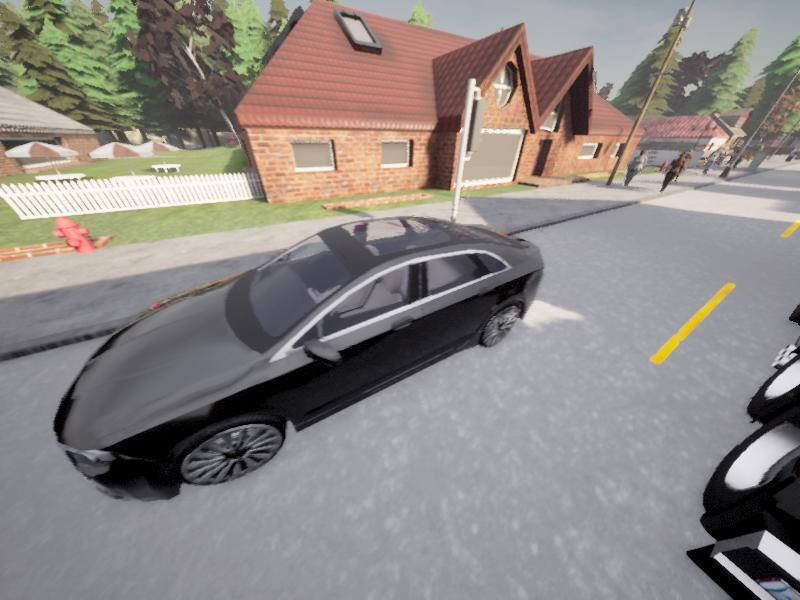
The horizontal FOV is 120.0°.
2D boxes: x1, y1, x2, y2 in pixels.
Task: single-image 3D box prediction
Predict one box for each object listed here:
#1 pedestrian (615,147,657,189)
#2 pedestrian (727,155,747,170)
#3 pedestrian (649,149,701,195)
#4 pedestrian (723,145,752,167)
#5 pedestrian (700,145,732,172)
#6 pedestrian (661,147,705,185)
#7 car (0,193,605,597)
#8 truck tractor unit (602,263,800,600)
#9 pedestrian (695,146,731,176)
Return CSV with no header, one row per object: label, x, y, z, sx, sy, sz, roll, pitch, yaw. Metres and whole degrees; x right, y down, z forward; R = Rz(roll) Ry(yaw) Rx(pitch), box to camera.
pedestrian,12.818,-7.188,12.594,0.751,1.860,0.751,-23,41,-30
pedestrian,31.127,-12.685,21.321,0.500,1.100,0.500,-15,38,-21
pedestrian,13.123,-6.136,11.085,0.751,1.860,0.751,-21,40,-28
pedestrian,34.734,-14.858,23.811,0.751,1.860,0.751,-13,37,-19
pedestrian,27.193,-12.189,19.908,0.751,1.860,0.751,-21,40,-28
pedestrian,16.633,-7.881,13.624,0.751,1.860,0.751,-18,39,-25
car,-0.384,-0.039,2.735,4.902,1.511,2.128,-18,39,-24
truck tractor unit,5.109,-0.303,0.785,6.516,4.208,3.053,-18,39,-24
pedestrian,23.496,-10.442,17.365,0.751,1.860,0.751,-19,39,-26
